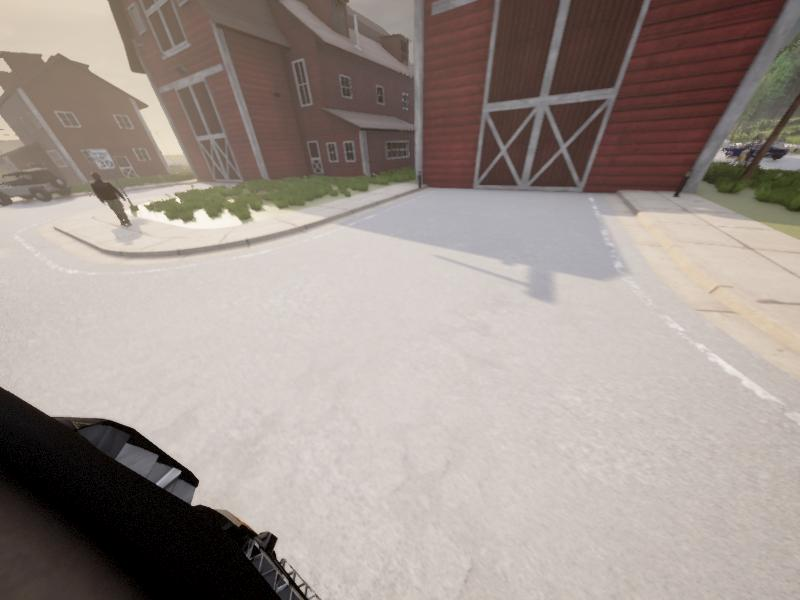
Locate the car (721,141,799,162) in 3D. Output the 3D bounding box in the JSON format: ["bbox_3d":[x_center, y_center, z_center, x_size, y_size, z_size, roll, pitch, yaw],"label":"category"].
[{"bbox_3d":[30.685,-12.860,19.952,1.895,1.301,4.718,16,38,26],"label":"car"}]

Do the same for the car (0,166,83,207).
[{"bbox_3d":[-26.184,-8.011,16.241,3.866,1.878,1.905,-11,40,-8],"label":"car"}]

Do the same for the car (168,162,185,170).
[{"bbox_3d":[-57.966,-34.794,59.975,1.930,1.638,5.238,-19,36,-24],"label":"car"}]

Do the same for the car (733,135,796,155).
[{"bbox_3d":[37.948,-16.251,24.239,1.851,1.617,3.988,16,38,26],"label":"car"}]

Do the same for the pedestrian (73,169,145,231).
[{"bbox_3d":[-10.236,-3.545,8.190,0.751,1.860,0.751,22,41,32],"label":"pedestrian"}]

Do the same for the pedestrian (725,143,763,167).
[{"bbox_3d":[22.926,-9.704,15.455,0.751,1.300,0.751,17,38,28],"label":"pedestrian"}]

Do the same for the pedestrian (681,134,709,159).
[{"bbox_3d":[27.349,-14.231,21.464,0.751,1.860,0.751,15,37,25],"label":"pedestrian"}]
